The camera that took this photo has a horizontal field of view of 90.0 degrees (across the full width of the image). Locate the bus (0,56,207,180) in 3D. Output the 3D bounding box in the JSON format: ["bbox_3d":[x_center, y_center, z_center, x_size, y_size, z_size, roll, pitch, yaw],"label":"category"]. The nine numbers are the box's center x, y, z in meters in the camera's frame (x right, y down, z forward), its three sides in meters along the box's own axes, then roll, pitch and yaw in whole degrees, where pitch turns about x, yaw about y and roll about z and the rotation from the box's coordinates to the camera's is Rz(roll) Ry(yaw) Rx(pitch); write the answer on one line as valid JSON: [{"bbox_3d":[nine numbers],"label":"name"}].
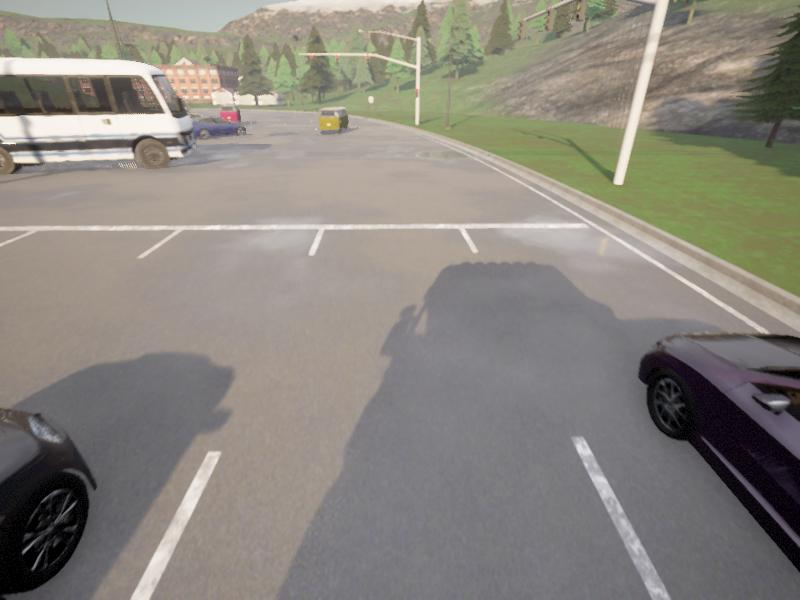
[{"bbox_3d":[-14.554,-7.894,17.177,10.273,4.253,3.944,-8,30,-14],"label":"bus"}]

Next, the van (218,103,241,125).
[{"bbox_3d":[-18.635,-20.396,43.881,1.775,1.987,4.442,-7,28,-15],"label":"van"}]

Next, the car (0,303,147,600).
[{"bbox_3d":[-3.523,1.802,1.244,2.242,1.667,4.611,1,27,2],"label":"car"}]

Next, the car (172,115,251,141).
[{"bbox_3d":[-14.145,-13.127,30.355,2.163,1.488,4.792,18,32,31],"label":"car"}]

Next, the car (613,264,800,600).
[{"bbox_3d":[3.462,1.253,2.565,1.816,1.474,4.193,0,27,-1],"label":"car"}]

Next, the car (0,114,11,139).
[{"bbox_3d":[-31.133,-12.423,28.754,3.988,1.617,1.851,0,27,-1],"label":"car"}]

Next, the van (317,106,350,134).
[{"bbox_3d":[-5.760,-15.789,35.017,1.775,1.987,4.442,3,27,4],"label":"van"}]

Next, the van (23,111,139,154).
[{"bbox_3d":[-18.329,-9.833,23.332,4.480,2.038,2.069,-7,29,-13],"label":"van"}]
